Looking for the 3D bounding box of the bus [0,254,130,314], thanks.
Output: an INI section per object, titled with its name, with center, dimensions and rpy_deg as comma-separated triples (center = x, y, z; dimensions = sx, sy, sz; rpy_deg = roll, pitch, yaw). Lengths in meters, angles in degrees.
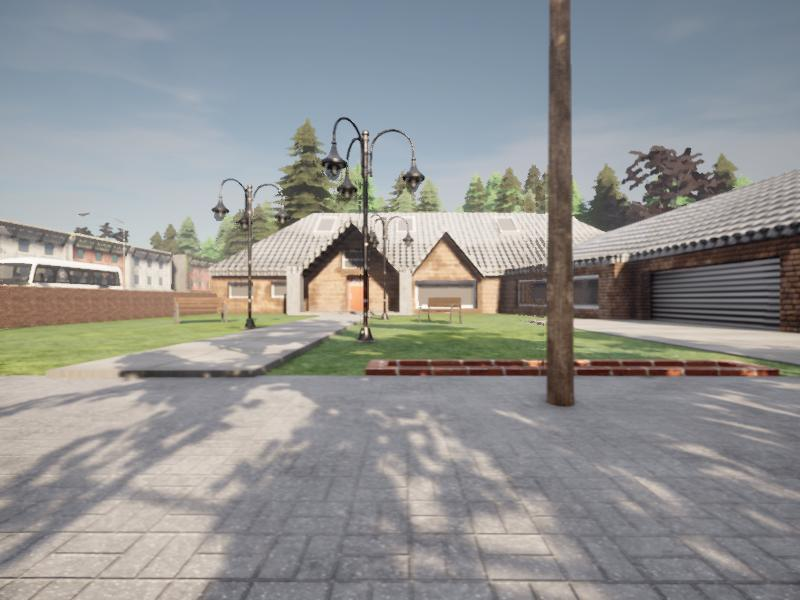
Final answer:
[bus]
center = -28.035, -1.117, 33.403
dimensions = 3.944, 4.253, 10.273
rpy_deg = 0, 0, 1
